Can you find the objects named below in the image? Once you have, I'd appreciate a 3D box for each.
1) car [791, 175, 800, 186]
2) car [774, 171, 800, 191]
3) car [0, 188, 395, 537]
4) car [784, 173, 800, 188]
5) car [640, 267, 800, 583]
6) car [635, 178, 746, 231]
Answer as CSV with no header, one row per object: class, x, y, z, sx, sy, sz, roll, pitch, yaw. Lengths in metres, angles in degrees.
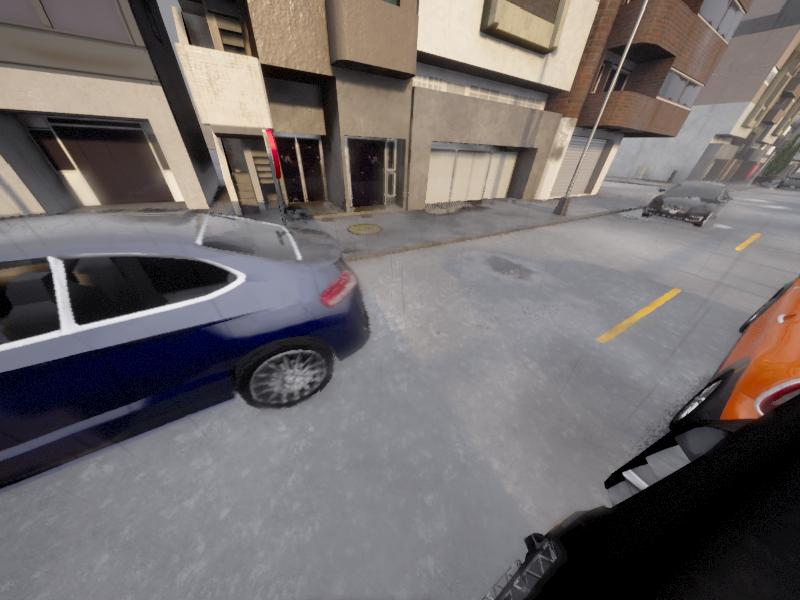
car,57.668,-16.930,32.517,3.806,1.475,1.970,-16,38,-26
car,45.544,-13.607,26.298,4.553,1.767,2.097,-16,38,-26
car,-2.790,0.223,1.928,5.027,1.651,2.152,-16,38,-26
car,51.694,-15.272,29.470,5.366,1.575,1.801,-16,38,-26
car,4.628,0.595,1.779,4.553,1.767,2.097,-16,38,-26
car,12.702,-4.319,10.067,4.892,1.490,1.837,-18,39,-29
